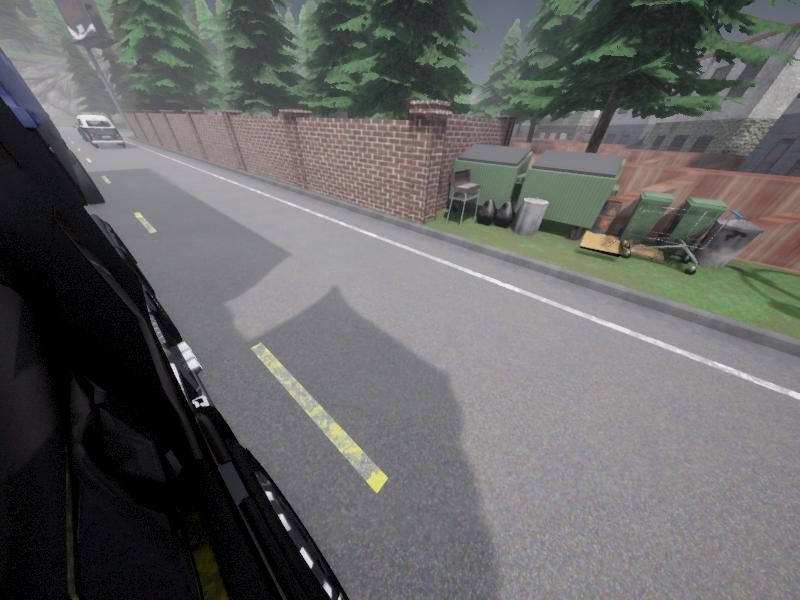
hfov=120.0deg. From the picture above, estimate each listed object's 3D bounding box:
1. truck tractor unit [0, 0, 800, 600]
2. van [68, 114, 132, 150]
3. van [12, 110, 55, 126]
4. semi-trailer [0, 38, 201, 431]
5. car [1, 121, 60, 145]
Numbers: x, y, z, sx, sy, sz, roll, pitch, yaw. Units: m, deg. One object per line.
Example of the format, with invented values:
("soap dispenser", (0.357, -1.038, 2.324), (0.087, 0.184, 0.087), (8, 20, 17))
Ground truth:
("truck tractor unit", (-2.645, -0.295, 0.352), (6.516, 4.208, 3.053), (28, 44, 30))
("van", (-23.666, -13.312, 18.231), (4.480, 2.038, 2.069), (28, 44, 30))
("van", (-63.393, -31.409, 39.946), (4.442, 1.987, 1.775), (11, 38, 11))
("semi-trailer", (-8.670, -3.626, 4.252), (14.254, 4.402, 2.717), (29, 44, 30))
("car", (-30.076, -13.703, 18.911), (4.181, 1.385, 1.994), (28, 43, 30))
